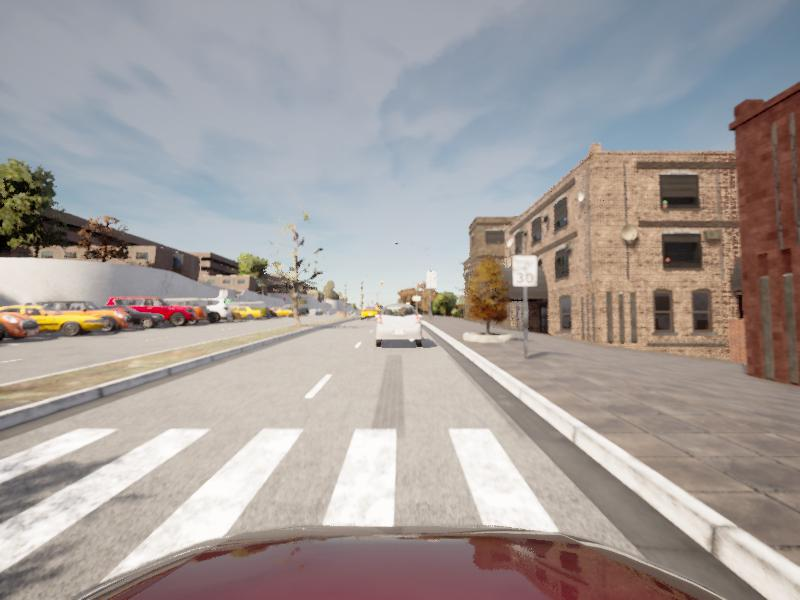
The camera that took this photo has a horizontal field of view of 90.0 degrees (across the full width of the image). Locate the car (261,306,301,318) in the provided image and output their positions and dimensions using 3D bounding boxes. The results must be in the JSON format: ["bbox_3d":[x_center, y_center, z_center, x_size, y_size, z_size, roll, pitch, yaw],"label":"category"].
[{"bbox_3d":[-17.002,1.714,57.268,5.366,1.575,1.946,0,-2,-20],"label":"car"}]

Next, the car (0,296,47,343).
[{"bbox_3d":[-17.048,0.775,15.520,4.553,1.767,2.185,-1,-1,-20],"label":"car"}]

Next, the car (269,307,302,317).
[{"bbox_3d":[-17.188,1.829,60.179,4.674,1.452,2.002,0,-2,-20],"label":"car"}]

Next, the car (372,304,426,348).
[{"bbox_3d":[-0.047,0.894,15.494,1.845,1.501,3.633,0,-1,0],"label":"car"}]

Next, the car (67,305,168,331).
[{"bbox_3d":[-17.051,1.041,24.454,4.674,1.452,2.002,-1,-1,-20],"label":"car"}]

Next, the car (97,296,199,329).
[{"bbox_3d":[-17.038,0.797,27.451,5.566,2.045,2.435,0,-1,-20],"label":"car"}]

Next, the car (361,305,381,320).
[{"bbox_3d":[-3.176,1.410,44.878,1.882,1.535,5.008,0,-2,0],"label":"car"}]

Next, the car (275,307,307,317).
[{"bbox_3d":[-17.192,1.901,63.152,4.674,1.452,2.002,0,-1,-20],"label":"car"}]

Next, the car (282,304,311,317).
[{"bbox_3d":[-17.103,1.706,66.182,4.442,1.987,1.878,0,-2,-20],"label":"car"}]

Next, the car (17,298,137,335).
[{"bbox_3d":[-17.069,0.837,21.471,4.553,1.767,2.185,-1,-1,-20],"label":"car"}]

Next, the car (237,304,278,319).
[{"bbox_3d":[-17.172,1.378,48.263,4.553,1.767,2.185,0,-2,-20],"label":"car"}]

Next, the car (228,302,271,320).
[{"bbox_3d":[-17.025,1.206,45.341,4.442,1.987,1.878,0,-2,-20],"label":"car"}]

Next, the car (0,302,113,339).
[{"bbox_3d":[-16.854,0.923,18.574,5.366,1.575,1.946,-1,-1,-20],"label":"car"}]

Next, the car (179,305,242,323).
[{"bbox_3d":[-17.100,1.222,36.360,5.008,1.535,2.097,0,-2,-20],"label":"car"}]

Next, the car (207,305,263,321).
[{"bbox_3d":[-17.290,1.359,42.245,5.366,1.575,1.946,0,-1,-20],"label":"car"}]

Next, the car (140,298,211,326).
[{"bbox_3d":[-16.967,0.873,30.453,4.442,1.987,1.878,0,-1,-20],"label":"car"}]

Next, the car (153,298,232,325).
[{"bbox_3d":[-17.111,0.906,33.375,5.566,2.045,2.435,0,-1,-20],"label":"car"}]
